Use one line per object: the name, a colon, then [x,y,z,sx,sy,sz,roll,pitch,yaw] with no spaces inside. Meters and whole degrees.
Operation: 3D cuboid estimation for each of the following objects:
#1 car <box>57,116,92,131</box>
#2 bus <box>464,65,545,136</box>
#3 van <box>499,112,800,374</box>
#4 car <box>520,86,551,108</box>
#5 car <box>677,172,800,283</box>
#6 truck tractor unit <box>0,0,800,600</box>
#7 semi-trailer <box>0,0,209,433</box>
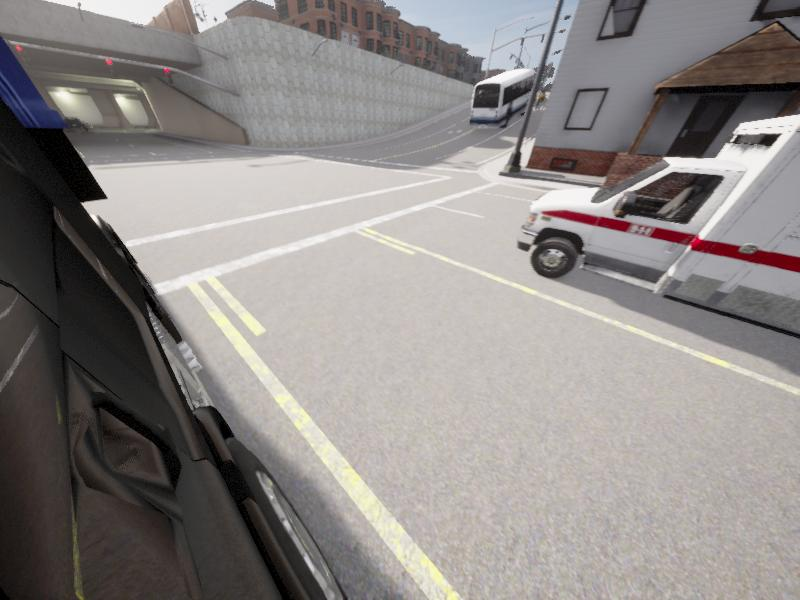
car: [-49.968,-27.200,35.601,2.152,1.651,5.027,-27,46,-34]
bus: [11.839,-22.771,26.231,3.944,4.253,10.273,28,58,30]
van: [5.207,-0.816,3.035,6.366,2.431,2.351,28,44,30]
car: [18.890,-28.306,32.149,1.801,1.575,5.366,29,57,29]
car: [8.860,-1.254,4.529,3.988,1.617,1.851,29,44,30]
truck tractor unit: [-2.645,-0.295,0.351,6.516,4.208,3.053,28,44,30]
semi-trailer: [-9.169,-3.228,3.709,14.254,4.402,2.717,22,41,24]
